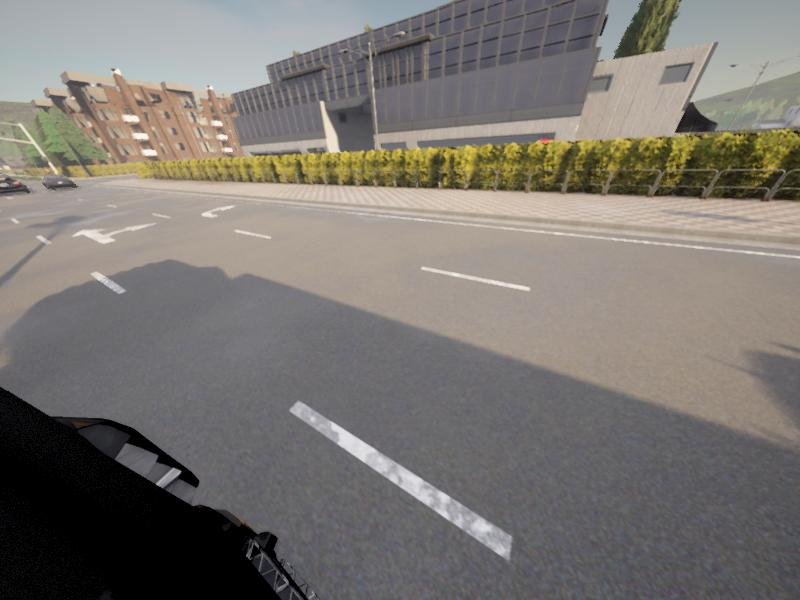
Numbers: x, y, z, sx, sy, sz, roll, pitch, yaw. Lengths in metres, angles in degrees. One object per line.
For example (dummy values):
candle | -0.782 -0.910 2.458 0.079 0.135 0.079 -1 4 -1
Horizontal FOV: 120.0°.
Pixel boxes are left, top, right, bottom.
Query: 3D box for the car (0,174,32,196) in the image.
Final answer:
car | -40.081 -11.729 23.499 4.611 1.667 2.242 19 40 30

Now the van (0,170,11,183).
van | -77.451 -23.755 43.965 5.915 2.561 1.988 15 38 26

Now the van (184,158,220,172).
van | -39.097 -26.726 45.710 2.069 2.038 4.480 16 38 26

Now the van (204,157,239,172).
van | -32.946 -25.095 42.787 1.775 1.987 4.442 16 38 26

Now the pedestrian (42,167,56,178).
pedestrian | -73.315 -26.648 48.282 0.751 1.860 0.751 14 37 24

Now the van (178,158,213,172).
van | -41.916 -27.779 47.539 2.069 2.038 4.480 16 38 26

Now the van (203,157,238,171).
van | -35.161 -26.760 45.434 2.069 2.038 4.480 16 38 26

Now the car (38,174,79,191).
car | -38.733 -13.398 26.179 4.181 1.385 1.994 19 40 30
